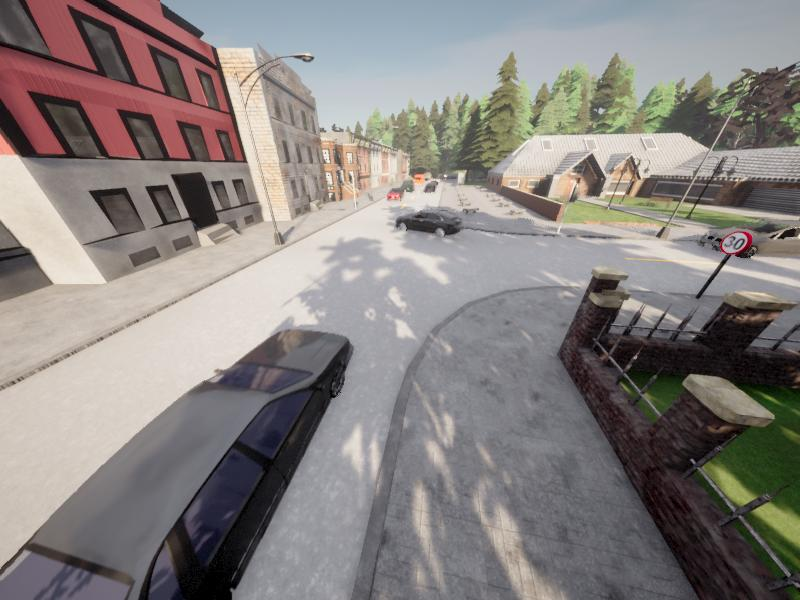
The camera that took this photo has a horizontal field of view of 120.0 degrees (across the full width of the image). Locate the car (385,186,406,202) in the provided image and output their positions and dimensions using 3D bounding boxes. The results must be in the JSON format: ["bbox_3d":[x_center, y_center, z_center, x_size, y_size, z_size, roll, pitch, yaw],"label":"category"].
[{"bbox_3d":[-0.534,-14.786,32.068,2.007,1.525,4.514,5,30,9],"label":"car"}]

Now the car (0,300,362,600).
[{"bbox_3d":[-2.384,2.021,3.111,2.033,1.411,5.357,5,30,9],"label":"car"}]

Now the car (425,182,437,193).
[{"bbox_3d":[5.730,-21.009,42.912,1.837,1.490,4.892,5,31,9],"label":"car"}]

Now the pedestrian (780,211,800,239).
[{"bbox_3d":[24.903,-4.761,14.135,0.751,1.860,0.751,16,34,25],"label":"pedestrian"}]

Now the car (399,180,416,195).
[{"bbox_3d":[1.378,-20.219,41.427,2.150,2.045,5.566,5,30,9],"label":"car"}]

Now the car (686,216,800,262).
[{"bbox_3d":[18.849,-3.168,11.804,4.611,1.667,2.242,4,30,10],"label":"car"}]

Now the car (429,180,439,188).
[{"bbox_3d":[7.838,-26.646,53.208,1.994,1.385,4.181,5,30,9],"label":"car"}]

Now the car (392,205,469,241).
[{"bbox_3d":[1.984,-5.452,15.955,4.892,1.490,1.837,20,37,30],"label":"car"}]

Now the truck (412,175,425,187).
[{"bbox_3d":[4.735,-29.804,57.595,2.627,2.467,5.204,5,30,9],"label":"truck"}]
